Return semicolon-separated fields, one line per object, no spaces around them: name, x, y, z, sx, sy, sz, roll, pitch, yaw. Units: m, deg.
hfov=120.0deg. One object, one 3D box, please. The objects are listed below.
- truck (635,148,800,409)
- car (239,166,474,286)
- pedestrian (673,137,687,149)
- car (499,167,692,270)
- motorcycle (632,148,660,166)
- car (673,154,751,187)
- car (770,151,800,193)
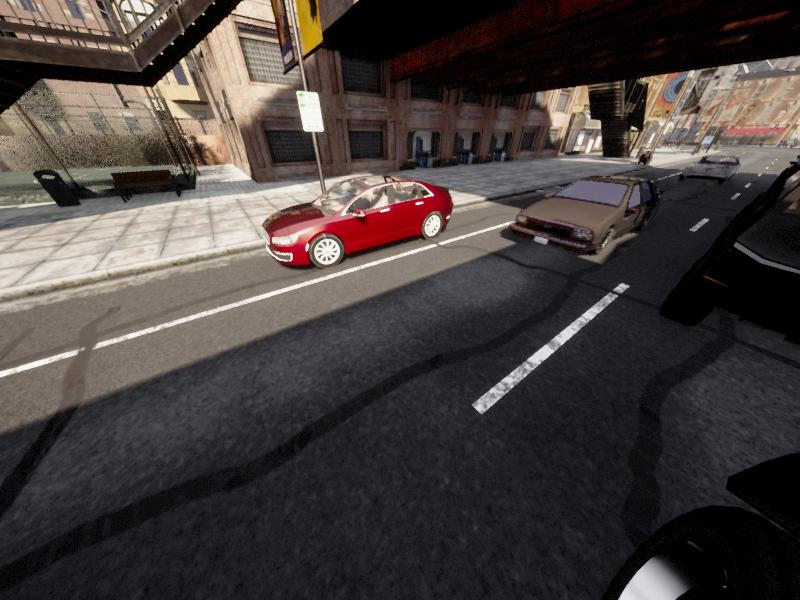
truck;6.546;-0.845;3.304;6.274;2.098;2.390;-22;40;-28
car;-0.790;-2.222;5.760;4.892;1.521;2.231;-22;41;-28
pedestrian;54.885;-30.743;45.290;0.751;1.860;0.751;18;39;25
car;5.427;-2.570;6.327;5.357;1.411;2.033;-22;40;-28
motorcycle;21.634;-12.641;20.384;0.856;1.236;1.805;15;38;20
car;18.781;-7.906;13.894;4.718;1.301;1.895;-22;41;-28
car;21.530;-6.708;11.869;5.238;1.638;1.930;-22;41;-28
